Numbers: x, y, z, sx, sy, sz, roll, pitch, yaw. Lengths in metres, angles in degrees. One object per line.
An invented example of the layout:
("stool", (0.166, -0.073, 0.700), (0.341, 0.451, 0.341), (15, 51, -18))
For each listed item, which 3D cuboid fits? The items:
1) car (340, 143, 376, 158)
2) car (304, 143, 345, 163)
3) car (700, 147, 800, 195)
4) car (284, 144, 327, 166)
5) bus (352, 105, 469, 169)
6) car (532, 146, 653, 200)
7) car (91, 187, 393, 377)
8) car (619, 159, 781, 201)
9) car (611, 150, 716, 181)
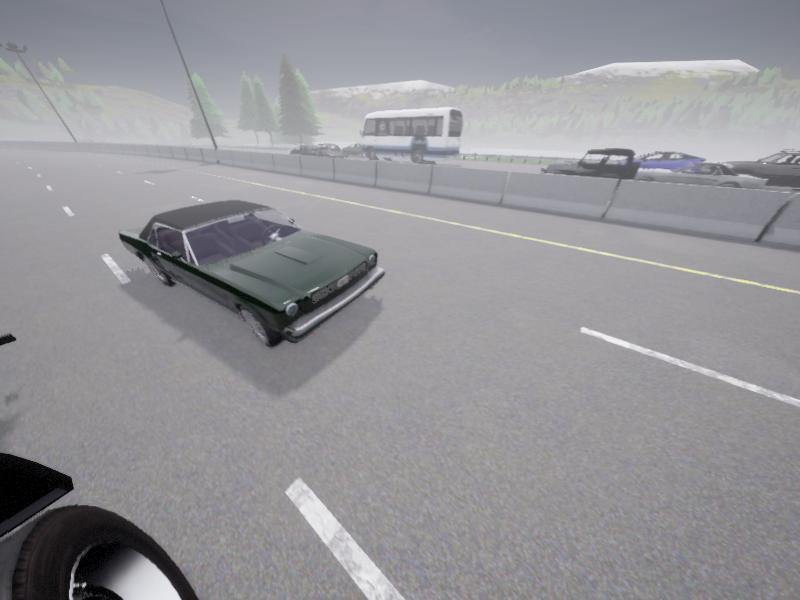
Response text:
("car", (-5.540, -19.821, 30.532), (4.514, 1.525, 2.007), (23, 41, 28))
("car", (-8.120, -15.963, 24.978), (3.988, 1.617, 1.851), (23, 41, 28))
("car", (19.894, -6.759, 12.058), (4.605, 1.855, 1.932), (23, 41, 28))
("car", (-8.978, -13.808, 21.970), (3.705, 1.549, 1.789), (23, 41, 28))
("bus", (0.683, -15.740, 22.476), (10.273, 4.253, 3.944), (23, 41, 28))
("car", (9.097, -6.335, 11.319), (3.866, 1.878, 1.905), (23, 41, 28))
("car", (-2.631, -0.825, 3.910), (4.718, 1.301, 1.895), (19, 39, 24))
("car", (14.590, -6.268, 11.802), (4.718, 1.301, 1.895), (23, 41, 28))
("car", (18.402, -9.738, 16.552), (4.514, 1.525, 2.007), (23, 41, 28))
